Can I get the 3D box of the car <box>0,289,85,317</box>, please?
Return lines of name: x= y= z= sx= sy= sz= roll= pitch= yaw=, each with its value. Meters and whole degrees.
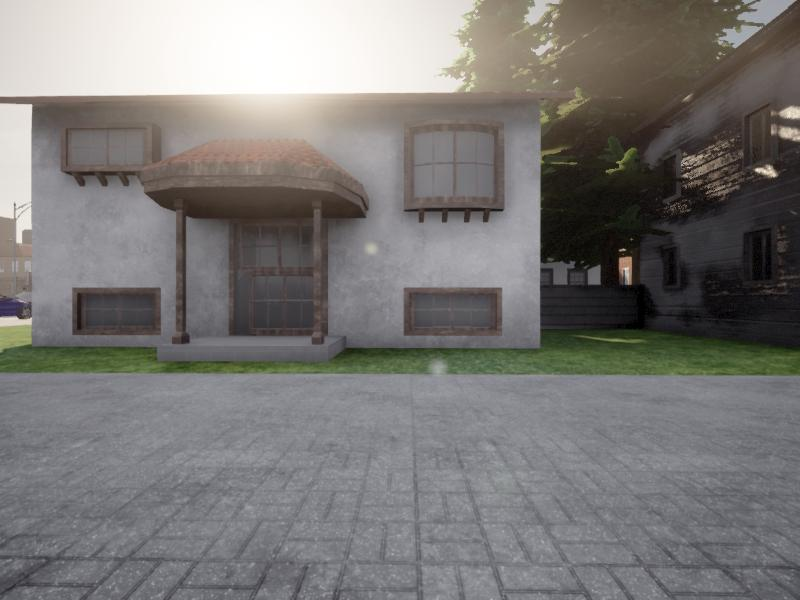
car: x=-23.021 y=0.177 z=25.419 sx=2.033 sy=1.649 sz=4.856 roll=0 pitch=0 yaw=2

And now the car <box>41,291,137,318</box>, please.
car: x=-19.063 y=0.251 z=24.882 sx=2.163 sy=1.488 sz=4.792 roll=0 pitch=0 yaw=1

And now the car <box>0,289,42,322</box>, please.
car: x=-19.217 y=0.254 z=18.345 sx=1.816 sy=1.474 sz=4.193 roll=0 pitch=0 yaw=1
